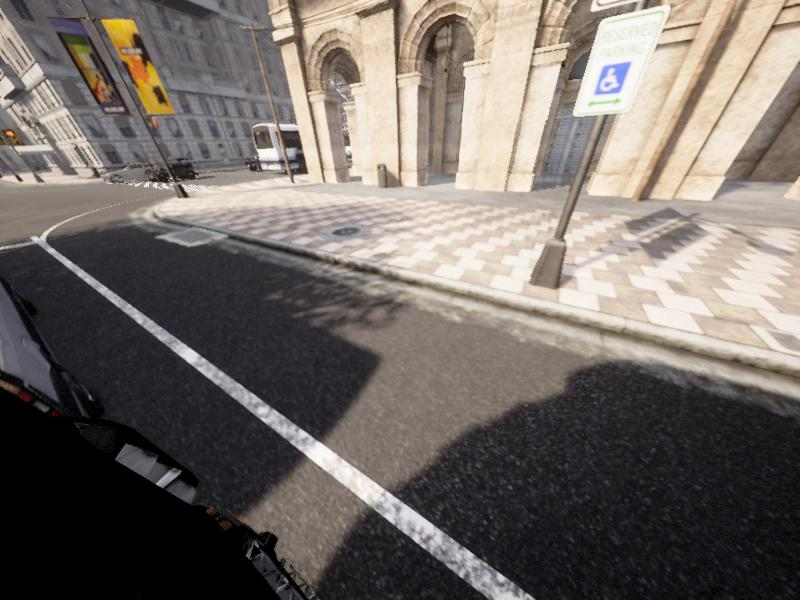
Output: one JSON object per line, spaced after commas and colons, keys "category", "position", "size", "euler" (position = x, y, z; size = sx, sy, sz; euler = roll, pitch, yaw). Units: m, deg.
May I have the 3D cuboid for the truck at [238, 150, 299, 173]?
{"category": "truck", "position": [-16.541, -17.834, 29.579], "size": [2.390, 2.098, 6.274], "euler": [16, 38, 25]}

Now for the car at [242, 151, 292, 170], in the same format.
{"category": "car", "position": [-18.530, -19.743, 32.597], "size": [2.150, 2.045, 5.566], "euler": [16, 38, 25]}

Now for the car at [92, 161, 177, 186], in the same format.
{"category": "car", "position": [-25.781, -12.550, 22.703], "size": [2.152, 1.651, 5.027], "euler": [20, 40, 29]}

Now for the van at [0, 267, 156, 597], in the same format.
{"category": "van", "position": [-5.117, 0.082, 1.765], "size": [5.915, 2.561, 1.988], "euler": [16, 38, 26]}

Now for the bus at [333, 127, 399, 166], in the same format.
{"category": "bus", "position": [-4.506, -23.070, 34.702], "size": [3.944, 4.253, 10.273], "euler": [16, 38, 26]}

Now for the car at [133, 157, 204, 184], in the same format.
{"category": "car", "position": [-21.628, -12.279, 21.801], "size": [1.905, 1.878, 3.866], "euler": [13, 37, 22]}

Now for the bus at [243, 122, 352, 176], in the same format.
{"category": "bus", "position": [-10.678, -17.065, 26.134], "size": [3.944, 4.253, 10.273], "euler": [17, 38, 26]}
